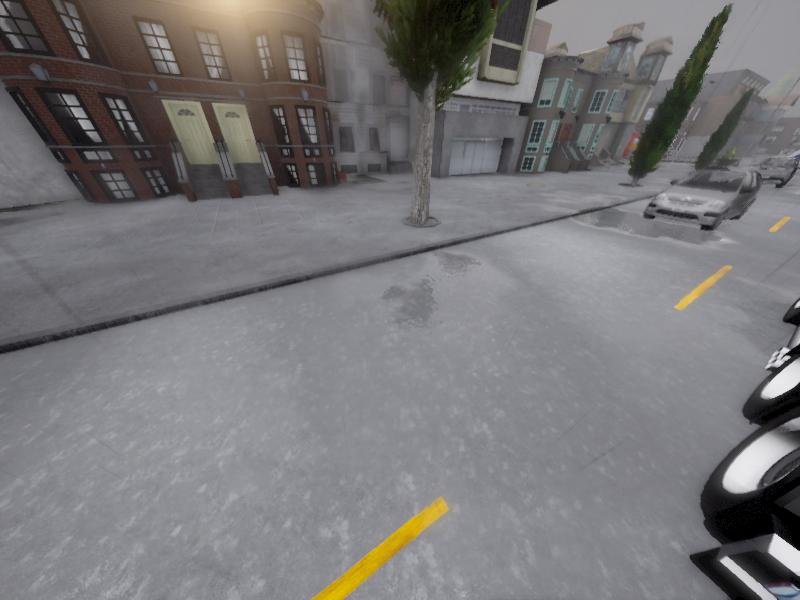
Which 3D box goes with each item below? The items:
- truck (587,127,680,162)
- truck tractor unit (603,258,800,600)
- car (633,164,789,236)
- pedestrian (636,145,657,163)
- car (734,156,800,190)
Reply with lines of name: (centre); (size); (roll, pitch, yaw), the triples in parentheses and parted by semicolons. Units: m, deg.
truck: (34.208, -23.200, 34.484); (2.891, 3.827, 8.468); (-19, 39, -26)
truck tractor unit: (5.128, -0.272, 0.834); (6.516, 4.208, 3.053); (-17, 39, -26)
car: (10.473, -3.559, 7.866); (3.988, 1.617, 1.851); (-17, 38, -23)
pedestrian: (29.991, -17.779, 28.129); (0.751, 1.860, 0.751); (-15, 38, -21)
car: (23.521, -8.089, 14.594); (3.705, 1.549, 1.789); (-19, 39, -26)
